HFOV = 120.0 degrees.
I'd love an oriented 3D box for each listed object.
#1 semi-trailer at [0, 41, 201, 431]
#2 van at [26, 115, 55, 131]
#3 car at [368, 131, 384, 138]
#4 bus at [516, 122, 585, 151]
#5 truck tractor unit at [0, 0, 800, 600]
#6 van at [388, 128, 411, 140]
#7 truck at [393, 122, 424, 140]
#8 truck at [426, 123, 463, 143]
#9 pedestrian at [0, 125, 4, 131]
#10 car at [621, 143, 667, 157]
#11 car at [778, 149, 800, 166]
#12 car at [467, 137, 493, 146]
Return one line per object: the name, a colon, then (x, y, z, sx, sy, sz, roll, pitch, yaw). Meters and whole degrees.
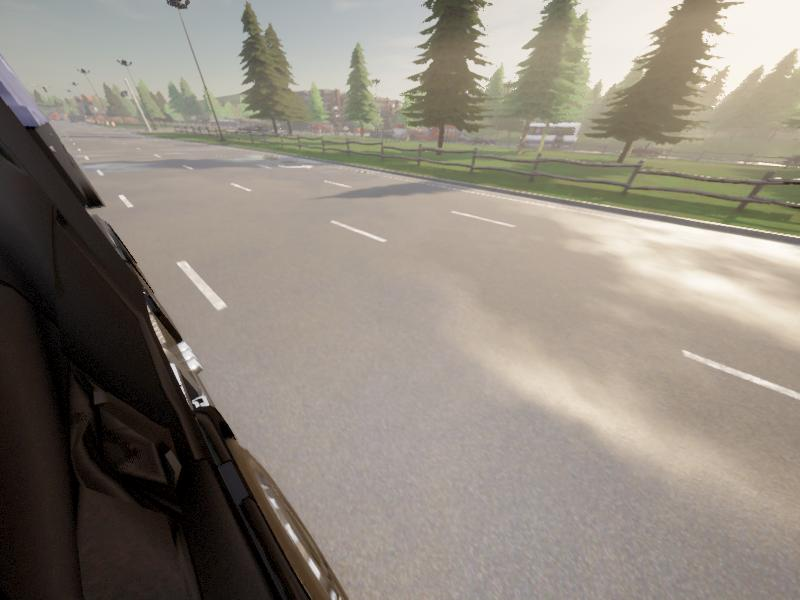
semi-trailer: (-8.707, -3.562, 4.271, 14.254, 4.402, 2.717, 28, 43, 30)
van: (-60.537, -29.811, 38.946, 4.442, 1.987, 1.775, 28, 43, 30)
car: (-7.154, -49.026, 68.396, 4.856, 1.649, 2.033, 28, 43, 30)
bus: (29.981, -33.085, 46.700, 10.273, 4.253, 3.944, 27, 43, 31)
truck tractor unit: (-2.645, -0.295, 0.351, 6.516, 4.208, 3.053, 28, 44, 30)
van: (-0.191, -45.669, 63.578, 6.366, 2.431, 2.351, 28, 43, 30)
truck: (2.282, -47.655, 65.239, 8.468, 3.827, 2.891, 28, 43, 30)
truck: (11.288, -42.891, 59.294, 8.468, 3.827, 2.891, 28, 43, 30)
pedestrian: (-59.212, -25.793, 33.638, 0.751, 1.860, 0.751, 26, 43, 29)
car: (41.490, -25.546, 39.369, 2.152, 1.651, 5.027, -27, 46, -34)
car: (57.966, -20.106, 32.733, 3.866, 1.878, 1.905, 28, 43, 30)
car: (17.877, -35.724, 51.919, 4.892, 1.490, 1.837, 28, 43, 30)
